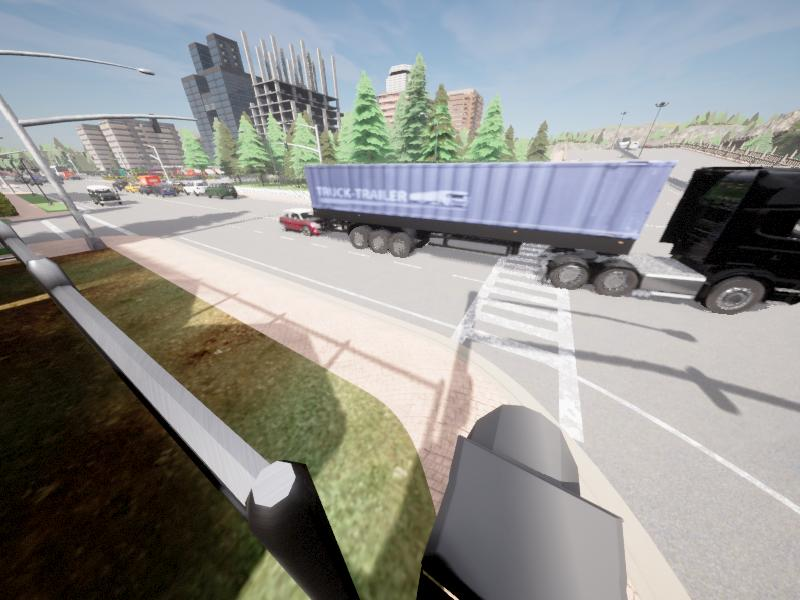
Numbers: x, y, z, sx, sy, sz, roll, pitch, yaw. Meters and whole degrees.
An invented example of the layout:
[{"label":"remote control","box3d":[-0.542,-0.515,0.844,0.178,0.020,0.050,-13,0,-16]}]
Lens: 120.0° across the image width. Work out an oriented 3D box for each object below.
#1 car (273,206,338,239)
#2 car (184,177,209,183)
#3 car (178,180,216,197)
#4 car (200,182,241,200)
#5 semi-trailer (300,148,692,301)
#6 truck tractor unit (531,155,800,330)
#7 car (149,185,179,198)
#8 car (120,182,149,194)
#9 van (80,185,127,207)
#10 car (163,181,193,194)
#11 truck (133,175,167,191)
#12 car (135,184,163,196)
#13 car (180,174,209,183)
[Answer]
[{"label":"car","box3d":[-6.501,-5.402,15.885,3.806,1.475,1.970,17,34,27]},{"label":"car","box3d":[-57.833,-34.211,65.783,2.163,1.488,4.792,16,34,26]},{"label":"car","box3d":[-31.949,-17.567,36.387,5.566,2.045,2.150,17,34,27]},{"label":"car","box3d":[-25.721,-15.660,33.083,5.566,2.045,2.150,17,34,27]},{"label":"semi-trailer","box3d":[1.737,-4.229,10.907,14.254,4.402,2.717,16,34,25]},{"label":"truck tractor unit","box3d":[8.731,-2.305,7.766,6.516,4.208,3.053,12,32,20]},{"label":"car","box3d":[-35.779,-16.477,34.990,3.705,1.549,1.789,17,34,27]},{"label":"car","box3d":[-47.118,-19.966,41.007,5.366,1.575,1.801,17,34,27]},{"label":"van","box3d":[-35.133,-12.382,27.412,4.480,2.038,2.069,17,34,27]},{"label":"car","box3d":[-38.129,-19.391,39.713,4.605,1.855,1.932,17,34,27]},{"label":"truck","box3d":[-49.132,-23.022,45.411,5.204,2.467,2.627,17,34,27]},{"label":"car","box3d":[-41.167,-18.094,37.870,4.193,1.474,1.816,17,34,27]},{"label":"car","box3d":[-60.315,-35.807,67.978,2.150,2.045,5.566,16,34,26]}]
